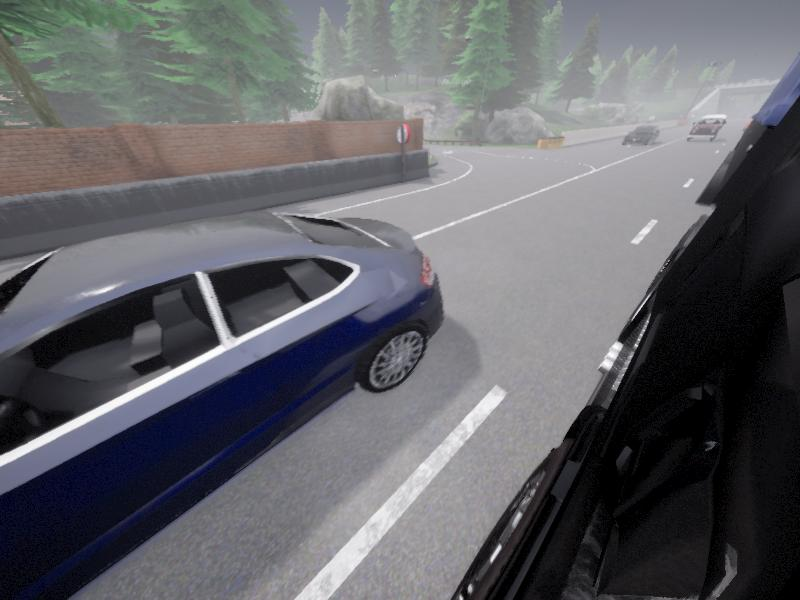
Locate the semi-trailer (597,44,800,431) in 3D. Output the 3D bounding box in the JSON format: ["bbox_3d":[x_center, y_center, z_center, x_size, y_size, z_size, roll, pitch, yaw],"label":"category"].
[{"bbox_3d":[8.699,-3.592,4.246,14.254,4.402,2.717,-28,44,-30],"label":"semi-trailer"}]

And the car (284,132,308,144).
[{"bbox_3d":[-18.797,-29.261,41.747,2.038,1.542,4.974,-29,44,-29],"label":"car"}]

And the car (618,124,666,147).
[{"bbox_3d":[22.504,-15.270,21.419,4.892,1.490,1.837,-28,44,-30],"label":"car"}]

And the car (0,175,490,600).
[{"bbox_3d":[-1.849,0.405,1.817,5.027,1.651,2.152,-28,44,-30],"label":"car"}]

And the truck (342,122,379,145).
[{"bbox_3d":[-5.646,-23.701,32.869,2.627,2.467,5.204,-27,44,-29],"label":"truck"}]

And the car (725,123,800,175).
[{"bbox_3d":[17.965,-7.379,11.101,4.856,1.649,2.033,-28,44,-30],"label":"car"}]

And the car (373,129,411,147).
[{"bbox_3d":[-1.072,-20.138,28.618,2.033,1.649,4.856,-27,44,-29],"label":"car"}]

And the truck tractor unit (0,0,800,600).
[{"bbox_3d":[2.645,-0.295,0.351,6.516,4.208,3.053,-28,44,-30],"label":"truck tractor unit"}]

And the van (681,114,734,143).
[{"bbox_3d":[29.394,-16.397,22.107,4.480,2.038,2.069,-28,44,-30],"label":"van"}]
